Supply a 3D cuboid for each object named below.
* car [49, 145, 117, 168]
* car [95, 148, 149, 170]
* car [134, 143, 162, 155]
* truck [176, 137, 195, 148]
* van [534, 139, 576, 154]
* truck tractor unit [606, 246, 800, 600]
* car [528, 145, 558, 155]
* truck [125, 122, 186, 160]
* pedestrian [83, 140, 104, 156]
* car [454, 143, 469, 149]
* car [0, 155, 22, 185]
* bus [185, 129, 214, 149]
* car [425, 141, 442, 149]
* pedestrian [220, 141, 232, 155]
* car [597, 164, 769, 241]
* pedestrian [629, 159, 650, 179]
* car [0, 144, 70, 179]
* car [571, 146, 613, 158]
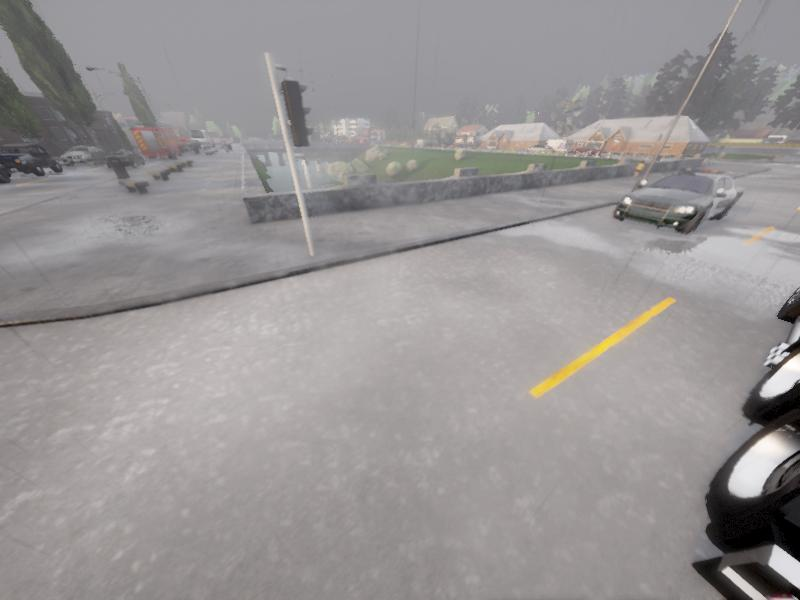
[{"bbox_3d":[-31.317,-14.452,23.112,2.152,1.651,5.027,-17,39,-24],"label":"car"},{"bbox_3d":[-25.529,-13.166,21.438,1.816,1.474,4.193,-18,39,-24],"label":"car"},{"bbox_3d":[-41.811,-25.144,38.415,1.851,1.617,3.988,-18,39,-24],"label":"car"},{"bbox_3d":[-59.894,-43.964,64.572,2.627,2.467,5.204,-18,39,-24],"label":"truck"},{"bbox_3d":[31.734,-31.651,47.658,2.351,2.431,6.366,-18,39,-24],"label":"van"},{"bbox_3d":[5.074,-0.336,0.826,6.516,4.208,3.053,-20,39,-25],"label":"truck tractor unit"},{"bbox_3d":[28.431,-29.975,46.011,2.007,1.525,4.514,-18,39,-24],"label":"car"},{"bbox_3d":[-33.232,-21.959,31.962,2.891,3.827,8.468,-17,39,-24],"label":"truck"},{"bbox_3d":[-44.529,-22.110,33.583,0.751,1.860,0.751,-10,36,-15],"label":"pedestrian"},{"bbox_3d":[18.026,-45.246,67.932,1.816,1.474,4.193,-18,39,-24],"label":"car"},{"bbox_3d":[-23.671,-6.645,12.027,2.038,1.542,4.974,-17,39,-24],"label":"car"},{"bbox_3d":[-56.378,-45.636,65.441,3.944,4.253,10.273,-18,39,-24],"label":"bus"},{"bbox_3d":[10.445,-48.563,72.145,2.150,2.045,5.566,-18,39,-24],"label":"car"},{"bbox_3d":[-27.642,-24.218,36.755,0.751,1.860,0.751,-6,35,-9],"label":"pedestrian"},{"bbox_3d":[9.427,-3.472,7.734,4.974,1.542,2.038,-18,39,-24],"label":"car"},{"bbox_3d":[16.516,-9.034,15.946,0.500,1.100,0.500,-20,39,-26],"label":"pedestrian"},{"bbox_3d":[-26.874,-10.033,16.557,1.905,1.878,3.866,-17,39,-24],"label":"car"},{"bbox_3d":[32.806,-25.546,39.668,1.882,1.535,5.008,-17,38,-23],"label":"car"}]
